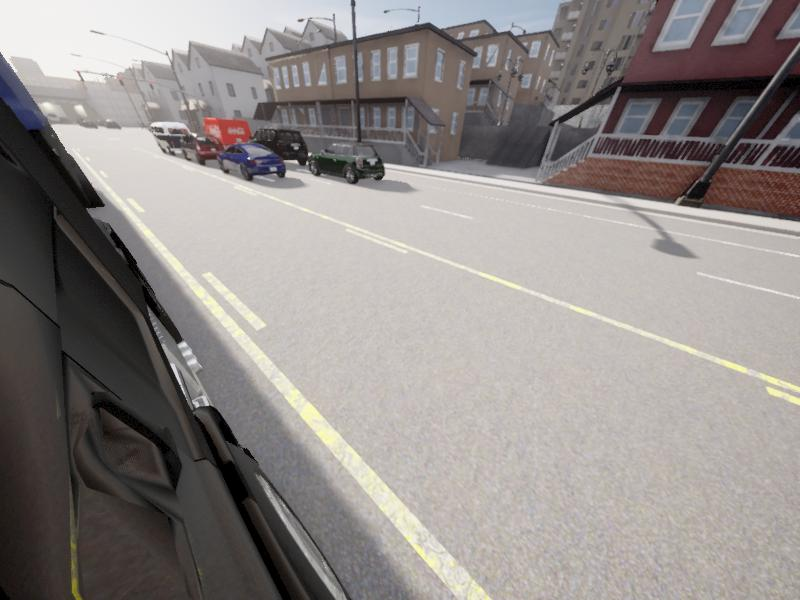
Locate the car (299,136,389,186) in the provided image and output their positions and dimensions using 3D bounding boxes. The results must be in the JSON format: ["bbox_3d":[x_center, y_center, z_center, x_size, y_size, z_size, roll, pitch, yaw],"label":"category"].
[{"bbox_3d":[-2.987,-7.533,12.361,4.553,1.767,2.097,27,43,30],"label":"car"}]

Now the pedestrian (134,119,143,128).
[{"bbox_3d":[-66.175,-44.663,58.504,0.751,1.860,0.751,27,42,29],"label":"pedestrian"}]

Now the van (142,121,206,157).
[{"bbox_3d":[-17.655,-12.596,18.052,4.480,2.038,2.069,27,42,30],"label":"van"}]

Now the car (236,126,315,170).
[{"bbox_3d":[-8.568,-10.524,15.856,5.566,2.045,2.150,28,43,30],"label":"car"}]

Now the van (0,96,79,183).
[{"bbox_3d":[-16.394,-6.845,9.787,5.915,2.561,1.988,26,41,30],"label":"van"}]

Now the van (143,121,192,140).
[{"bbox_3d":[-32.747,-23.971,32.676,4.442,1.987,1.775,5,37,3],"label":"van"}]

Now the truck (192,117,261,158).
[{"bbox_3d":[-14.684,-13.804,19.564,5.204,2.467,2.627,29,43,31],"label":"truck"}]

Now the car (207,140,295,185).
[{"bbox_3d":[-7.653,-7.140,11.778,4.674,1.442,1.812,28,43,30],"label":"car"}]

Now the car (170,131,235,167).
[{"bbox_3d":[-12.931,-9.961,15.137,3.988,1.617,1.851,27,43,30],"label":"car"}]

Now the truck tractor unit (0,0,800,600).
[{"bbox_3d":[-2.645,-0.295,0.352,6.516,4.208,3.053,28,44,30],"label":"truck tractor unit"}]

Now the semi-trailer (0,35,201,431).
[{"bbox_3d":[-8.694,-3.582,4.270,14.254,4.402,2.717,28,43,30],"label":"semi-trailer"}]
